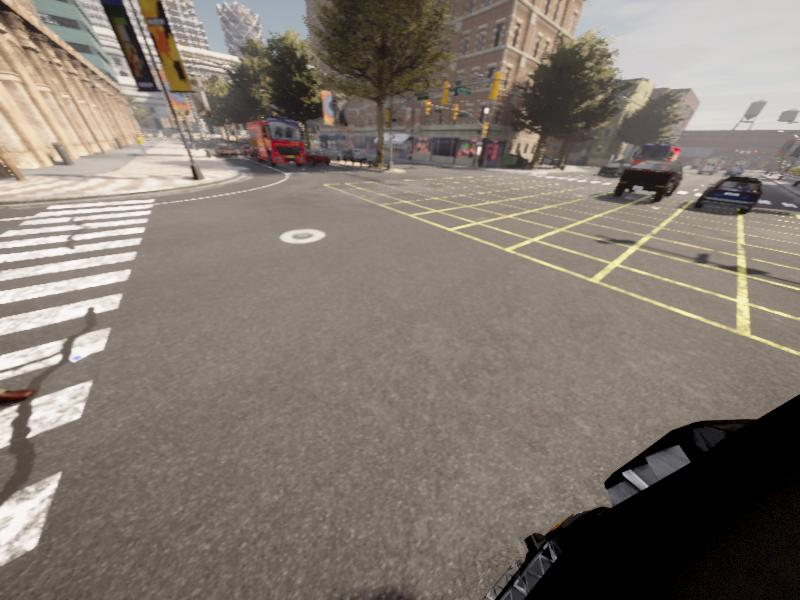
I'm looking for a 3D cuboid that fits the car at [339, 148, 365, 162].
[{"bbox_3d":[-6.906,-20.926,33.206,1.970,1.475,3.806,-22,41,-32],"label":"car"}]

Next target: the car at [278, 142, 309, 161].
[{"bbox_3d":[-13.476,-18.763,29.171,2.097,1.767,4.553,-22,41,-32],"label":"car"}]

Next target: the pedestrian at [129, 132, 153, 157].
[{"bbox_3d":[-24.078,-14.462,21.533,0.751,1.860,0.751,-21,41,-31],"label":"pedestrian"}]

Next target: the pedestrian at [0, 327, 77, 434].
[{"bbox_3d":[-3.623,0.229,1.568,0.751,1.860,0.751,14,35,16],"label":"pedestrian"}]

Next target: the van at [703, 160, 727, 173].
[{"bbox_3d":[75.564,-31.986,55.458,6.366,2.431,2.351,-22,41,-32],"label":"van"}]

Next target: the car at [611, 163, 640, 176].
[{"bbox_3d":[33.528,-19.506,34.374,4.674,1.442,1.812,-22,41,-32],"label":"car"}]

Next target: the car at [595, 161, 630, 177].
[{"bbox_3d":[28.260,-17.450,30.710,5.238,1.638,1.930,-23,42,-33],"label":"car"}]

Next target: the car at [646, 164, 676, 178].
[{"bbox_3d":[38.429,-19.060,33.981,5.366,1.575,1.801,-22,41,-32],"label":"car"}]

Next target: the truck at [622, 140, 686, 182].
[{"bbox_3d":[31.535,-17.175,28.605,8.468,3.827,2.891,-22,41,-32],"label":"truck"}]

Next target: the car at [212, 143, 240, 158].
[{"bbox_3d":[-21.466,-18.436,28.479,1.895,1.301,4.718,-22,41,-32],"label":"car"}]

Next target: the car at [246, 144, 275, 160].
[{"bbox_3d":[-17.065,-18.151,28.254,1.970,1.475,3.806,-22,41,-32],"label":"car"}]

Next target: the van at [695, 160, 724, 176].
[{"bbox_3d":[61.612,-26.323,45.899,6.366,2.431,2.351,-22,41,-32],"label":"van"}]

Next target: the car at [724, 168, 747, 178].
[{"bbox_3d":[63.739,-24.273,43.955,4.181,1.385,1.994,-22,41,-32],"label":"car"}]

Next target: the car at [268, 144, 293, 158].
[{"bbox_3d":[-17.139,-21.367,33.040,1.970,1.475,3.806,-22,41,-32],"label":"car"}]

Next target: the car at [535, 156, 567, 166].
[{"bbox_3d":[31.882,-29.408,48.916,2.038,1.542,4.974,-21,41,-32],"label":"car"}]

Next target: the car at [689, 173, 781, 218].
[{"bbox_3d":[18.288,-5.922,12.746,4.856,1.649,2.033,-22,41,-32],"label":"car"}]

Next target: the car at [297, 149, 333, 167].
[{"bbox_3d":[-9.218,-15.364,24.897,1.895,1.301,4.718,-22,41,-32],"label":"car"}]

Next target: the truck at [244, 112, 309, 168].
[{"bbox_3d":[-12.282,-15.584,22.707,2.891,3.827,8.468,-22,41,-32],"label":"truck"}]

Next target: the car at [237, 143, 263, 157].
[{"bbox_3d":[-21.155,-21.153,32.495,1.994,1.385,4.181,-23,42,-33],"label":"car"}]

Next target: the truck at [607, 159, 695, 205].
[{"bbox_3d":[16.462,-7.862,15.066,6.274,2.098,2.390,-22,41,-32],"label":"truck"}]

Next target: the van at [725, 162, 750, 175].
[{"bbox_3d":[77.797,-30.401,53.277,6.366,2.431,2.351,-22,41,-32],"label":"van"}]
